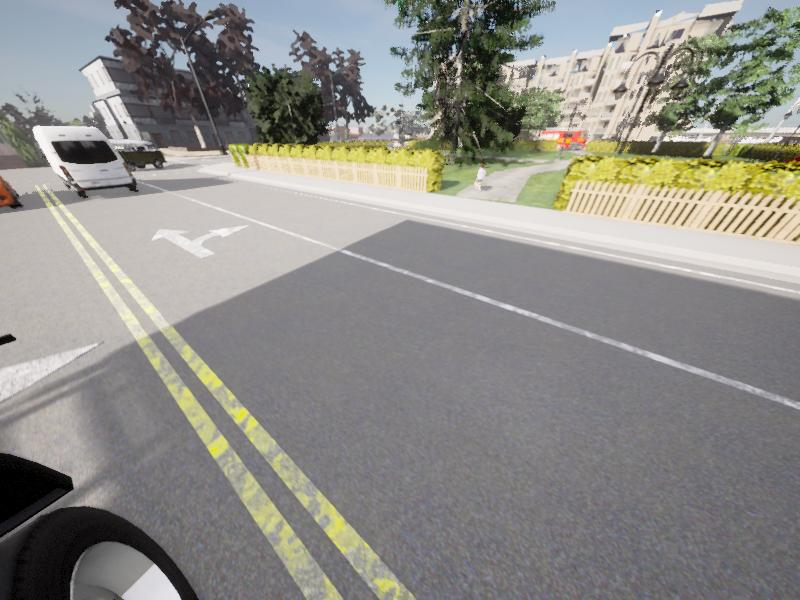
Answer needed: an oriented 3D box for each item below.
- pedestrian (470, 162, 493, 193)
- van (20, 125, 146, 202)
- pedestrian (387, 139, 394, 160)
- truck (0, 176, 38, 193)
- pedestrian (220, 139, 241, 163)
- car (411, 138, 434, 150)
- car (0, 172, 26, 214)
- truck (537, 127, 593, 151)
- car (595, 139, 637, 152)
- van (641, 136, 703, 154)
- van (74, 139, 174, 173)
[{"bbox_3d":[3.459,-5.204,9.844,0.500,1.100,0.500,-11,37,-16],"label":"pedestrian"},{"bbox_3d":[-15.097,-6.644,11.003,5.915,2.561,1.988,23,41,28],"label":"van"},{"bbox_3d":[-1.020,-16.488,25.294,0.751,1.860,0.751,2,35,2],"label":"pedestrian"},{"bbox_3d":[-86.456,-25.911,51.681,2.627,2.467,5.204,22,41,28],"label":"truck"},{"bbox_3d":[-15.464,-13.633,21.162,0.751,1.860,0.751,-6,36,-8],"label":"pedestrian"},{"bbox_3d":[4.762,-33.180,49.061,2.150,2.045,5.566,23,41,29],"label":"car"},{"bbox_3d":[-15.962,-4.214,8.205,4.553,1.767,2.097,22,41,28],"label":"car"},{"bbox_3d":[34.101,-33.559,48.239,8.468,3.827,2.891,24,42,30],"label":"truck"},{"bbox_3d":[41.294,-29.695,44.361,5.566,2.045,2.150,23,41,29],"label":"car"},{"bbox_3d":[47.370,-27.244,40.604,6.366,2.431,2.351,23,41,29],"label":"van"},{"bbox_3d":[-21.085,-11.311,18.077,2.069,2.038,4.480,-1,34,0],"label":"van"}]
